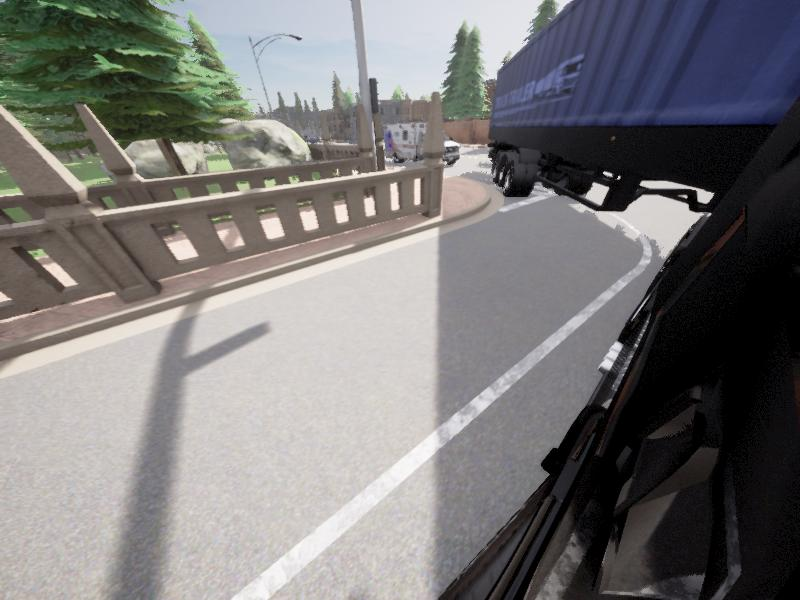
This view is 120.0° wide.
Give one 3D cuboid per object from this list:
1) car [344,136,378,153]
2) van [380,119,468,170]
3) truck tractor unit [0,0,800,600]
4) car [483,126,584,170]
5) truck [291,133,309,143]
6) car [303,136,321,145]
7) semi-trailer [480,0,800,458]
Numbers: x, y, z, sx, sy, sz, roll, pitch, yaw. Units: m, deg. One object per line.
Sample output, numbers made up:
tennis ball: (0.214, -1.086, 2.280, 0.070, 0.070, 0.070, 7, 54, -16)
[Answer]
car: (-4.855, -19.247, 28.539, 2.007, 1.525, 4.514, -24, 42, -26)
van: (1.335, -10.924, 16.203, 2.351, 2.431, 6.366, -24, 42, -26)
truck tractor unit: (2.645, -0.295, 0.352, 6.516, 4.208, 3.053, -28, 44, -30)
car: (7.704, -9.209, 13.935, 1.932, 1.855, 4.605, -25, 42, -27)
truck: (-28.320, -45.827, 65.288, 2.390, 2.098, 6.274, -24, 42, -26)
car: (-18.894, -34.308, 49.677, 1.882, 1.535, 5.008, -24, 42, -26)
semi-trailer: (4.903, -4.745, 5.990, 2.717, 4.402, 14.254, 3, 37, 7)
